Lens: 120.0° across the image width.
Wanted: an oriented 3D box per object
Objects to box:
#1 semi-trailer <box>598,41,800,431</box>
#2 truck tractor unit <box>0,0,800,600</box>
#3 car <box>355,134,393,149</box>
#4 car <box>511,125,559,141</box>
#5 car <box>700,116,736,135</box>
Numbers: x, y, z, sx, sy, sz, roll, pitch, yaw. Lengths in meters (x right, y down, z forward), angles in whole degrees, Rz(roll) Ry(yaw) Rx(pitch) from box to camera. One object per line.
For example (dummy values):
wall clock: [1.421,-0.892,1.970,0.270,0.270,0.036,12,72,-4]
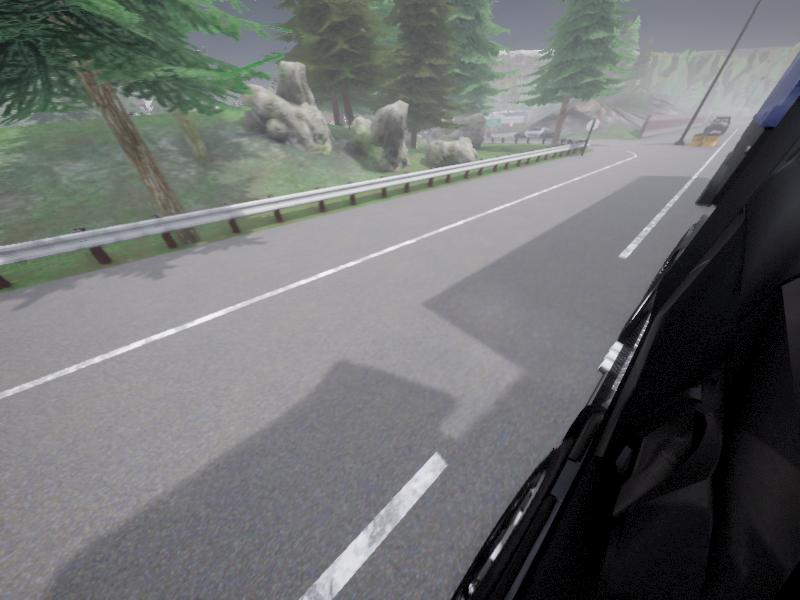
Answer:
semi-trailer: [8.695,-3.589,4.257,14.254,4.402,2.717,-28,44,-30]
truck tractor unit: [2.645,-0.295,0.351,6.516,4.208,3.053,-28,44,-30]
car: [-3.502,-22.249,32.382,5.008,1.535,1.882,-28,44,-30]
car: [17.736,-22.075,30.612,2.038,1.542,4.974,-28,44,-30]
car: [41.591,-22.779,30.211,3.866,1.878,1.905,-28,44,-30]
